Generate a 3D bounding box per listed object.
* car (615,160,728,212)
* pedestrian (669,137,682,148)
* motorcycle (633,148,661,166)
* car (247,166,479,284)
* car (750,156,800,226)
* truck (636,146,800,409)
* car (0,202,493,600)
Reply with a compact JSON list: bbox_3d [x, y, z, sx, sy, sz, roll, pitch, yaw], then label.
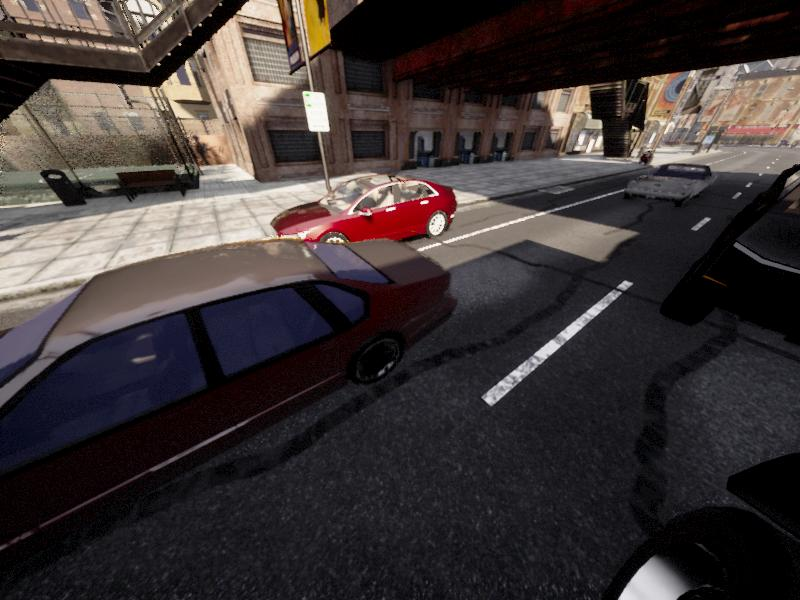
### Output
[{"bbox_3d":[11.490,-4.965,9.753,4.718,1.301,1.895,-22,40,-27],"label":"car"},{"bbox_3d":[56.324,-32.185,47.258,0.751,1.860,0.751,13,37,18],"label":"pedestrian"},{"bbox_3d":[21.773,-12.695,20.429,0.856,1.236,1.805,15,38,20],"label":"motorcycle"},{"bbox_3d":[-0.664,-2.275,5.826,4.892,1.521,2.231,-22,41,-28],"label":"car"},{"bbox_3d":[14.306,-3.788,7.757,5.238,1.638,1.930,-22,40,-28],"label":"car"},{"bbox_3d":[6.547,-0.854,3.298,6.274,2.098,2.390,-22,40,-28],"label":"truck"},{"bbox_3d":[-1.823,0.370,2.199,5.357,1.411,2.033,-22,41,-28],"label":"car"}]
